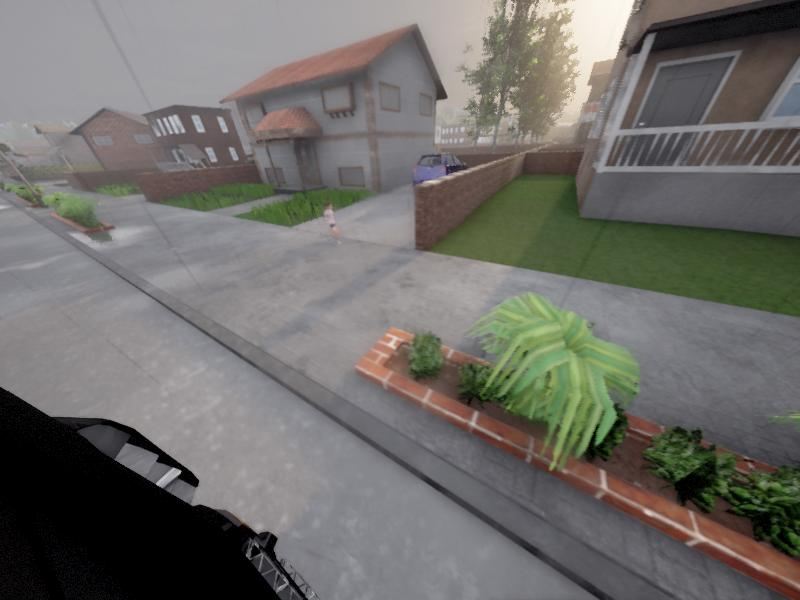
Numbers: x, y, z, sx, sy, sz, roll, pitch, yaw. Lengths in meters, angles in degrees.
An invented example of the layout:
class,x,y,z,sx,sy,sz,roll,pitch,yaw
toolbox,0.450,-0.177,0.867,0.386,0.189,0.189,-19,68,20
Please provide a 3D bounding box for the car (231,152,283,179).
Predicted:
class,x,y,z,sx,sy,sz,roll,pitch,yaw
car,-13.010,-12.257,21.062,3.866,1.878,1.905,17,38,27

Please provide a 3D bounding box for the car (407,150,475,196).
class,x,y,z,sx,sy,sz,roll,pitch,yaw
car,2.073,-6.187,11.073,1.845,1.501,3.633,17,38,27

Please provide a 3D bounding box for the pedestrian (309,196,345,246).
class,x,y,z,sx,sy,sz,roll,pitch,yaw
pedestrian,-1.813,-1.978,5.830,0.500,1.100,0.500,2,34,8
